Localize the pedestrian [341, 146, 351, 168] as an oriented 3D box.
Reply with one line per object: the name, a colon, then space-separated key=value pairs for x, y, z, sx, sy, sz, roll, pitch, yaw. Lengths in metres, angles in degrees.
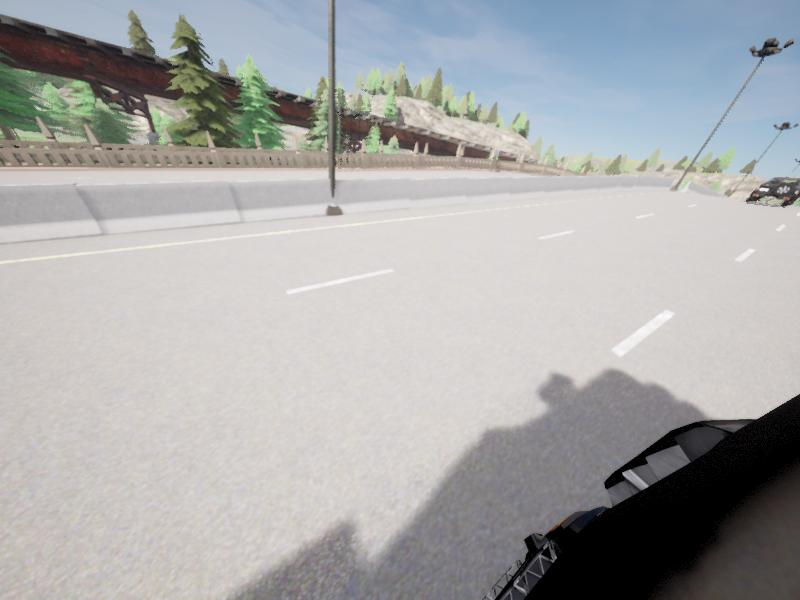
pedestrian: x=-5.585 y=-14.775 z=23.896 sx=0.751 sy=1.860 sz=0.751 roll=-10 pitch=35 yaw=-30

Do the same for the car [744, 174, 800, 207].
car: x=28.577 y=-8.256 z=17.381 sx=4.605 sy=1.855 sz=1.932 roll=-14 pitch=37 yaw=-27
